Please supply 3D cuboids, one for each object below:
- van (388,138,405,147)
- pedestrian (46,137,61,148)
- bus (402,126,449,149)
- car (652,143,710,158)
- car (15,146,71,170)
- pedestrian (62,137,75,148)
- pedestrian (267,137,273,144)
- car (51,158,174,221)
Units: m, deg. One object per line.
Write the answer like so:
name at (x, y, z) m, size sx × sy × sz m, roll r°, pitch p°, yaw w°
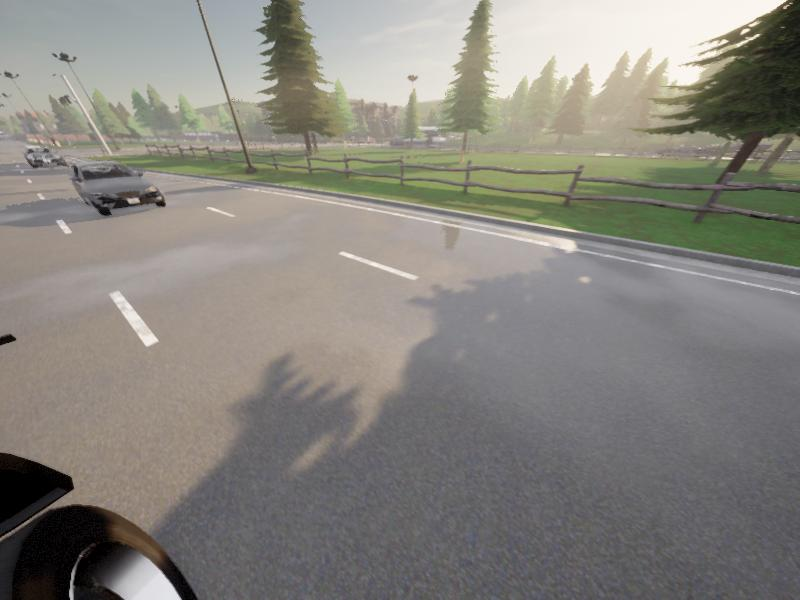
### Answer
van at (-0.944, -43.591, 64.025) m, size 4.442 × 1.987 × 1.775 m, roll 22°, pitch 41°, yaw 28°
pedestrian at (-69.711, -31.765, 46.485) m, size 0.751 × 1.860 × 0.751 m, roll 20°, pitch 40°, yaw 25°
bus at (5.929, -39.149, 55.815) m, size 10.273 × 4.253 × 3.944 m, roll 22°, pitch 41°, yaw 28°
car at (42.932, -22.996, 35.467) m, size 5.238 × 1.638 × 1.930 m, roll 22°, pitch 41°, yaw 28°
car at (-30.172, -12.138, 19.603) m, size 3.806 × 1.475 × 1.970 m, roll 25°, pitch 42°, yaw 30°
pedestrian at (-68.274, -32.536, 47.590) m, size 0.751 × 1.860 × 0.751 m, roll 26°, pitch 42°, yaw 31°
pedestrian at (-41.892, -51.305, 74.438) m, size 0.751 × 1.860 × 0.751 m, roll 24°, pitch 42°, yaw 30°
car at (-10.714, -4.284, 8.621) m, size 4.193 × 1.474 × 1.816 m, roll 22°, pitch 41°, yaw 28°
